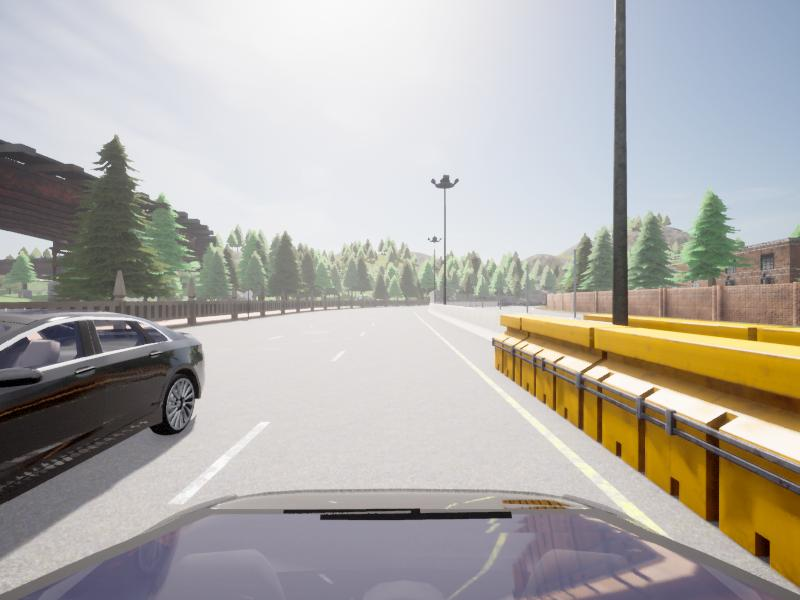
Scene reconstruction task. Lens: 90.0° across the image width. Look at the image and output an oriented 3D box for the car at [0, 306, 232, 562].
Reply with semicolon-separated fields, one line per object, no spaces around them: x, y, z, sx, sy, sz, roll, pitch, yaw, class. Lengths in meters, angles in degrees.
-3.500;0.837;3.363;2.128;1.511;4.902;0;0;0;car
